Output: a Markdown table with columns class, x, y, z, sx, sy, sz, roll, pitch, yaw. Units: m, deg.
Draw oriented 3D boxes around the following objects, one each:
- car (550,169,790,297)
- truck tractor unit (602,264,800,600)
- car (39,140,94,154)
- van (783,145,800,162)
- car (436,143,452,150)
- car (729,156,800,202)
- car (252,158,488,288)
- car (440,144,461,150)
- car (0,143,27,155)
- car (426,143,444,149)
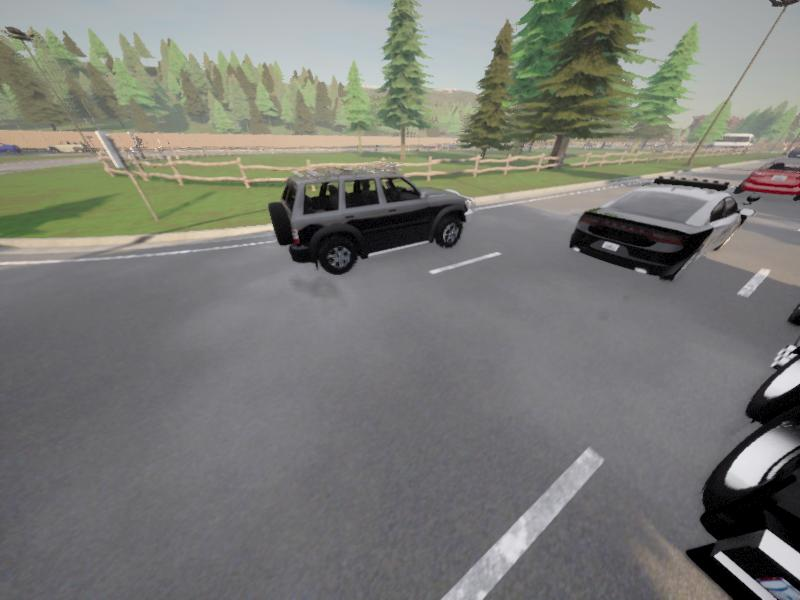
| class | x | y | z | sx | sy | sz | roll | pitch | yaw |
| --- | --- | --- | --- | --- | --- | --- | --- | --- | --- |
| car | 6.324 | -1.932 | 5.438 | 5.238 | 1.638 | 1.930 | -18 | 39 | -24 |
| truck tractor unit | 5.116 | -0.293 | 0.788 | 6.516 | 4.208 | 3.053 | -18 | 39 | -24 |
| car | -56.807 | -26.237 | 39.517 | 4.605 | 1.855 | 1.932 | -18 | 39 | -25 |
| van | 58.528 | -21.306 | 33.613 | 4.442 | 1.987 | 1.775 | -18 | 39 | -24 |
| car | 12.546 | -44.135 | 66.366 | 3.988 | 1.617 | 1.851 | -18 | 39 | -25 |
| car | 20.159 | -6.431 | 12.044 | 4.611 | 1.667 | 2.242 | -18 | 39 | -24 |
| car | -0.503 | -2.120 | 5.428 | 4.605 | 1.855 | 1.932 | -18 | 39 | -24 |
| car | 13.930 | -42.227 | 63.740 | 5.357 | 1.411 | 2.033 | -18 | 39 | -25 |
| car | -63.561 | -23.857 | 36.385 | 4.514 | 1.525 | 2.007 | -18 | 39 | -25 |
| car | 10.385 | -45.716 | 68.664 | 4.792 | 1.488 | 2.163 | -18 | 39 | -25 |
